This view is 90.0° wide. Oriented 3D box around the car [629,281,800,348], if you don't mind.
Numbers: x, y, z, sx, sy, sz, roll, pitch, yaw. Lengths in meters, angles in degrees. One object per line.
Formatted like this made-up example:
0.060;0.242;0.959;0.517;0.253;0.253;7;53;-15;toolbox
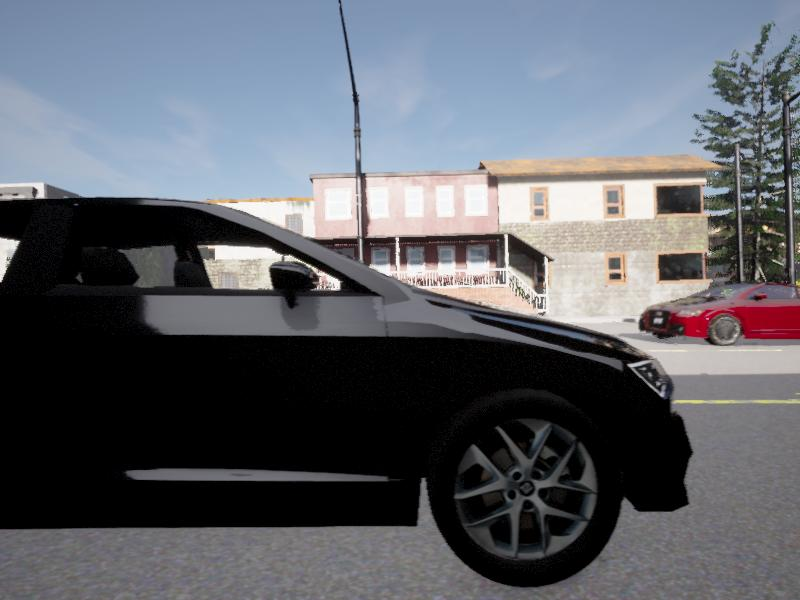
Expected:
7.959;0.293;9.254;4.181;1.385;1.994;0;0;0;car

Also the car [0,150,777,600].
-0.886;0.258;2.186;4.193;1.474;1.816;0;0;0;car

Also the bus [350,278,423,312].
-2.092;-0.523;54.480;3.944;4.253;10.273;-2;0;-44;bus
